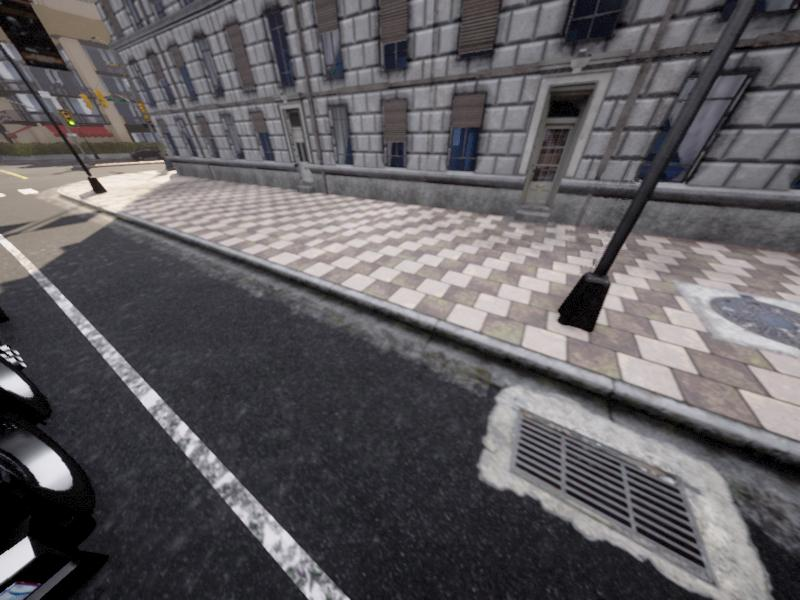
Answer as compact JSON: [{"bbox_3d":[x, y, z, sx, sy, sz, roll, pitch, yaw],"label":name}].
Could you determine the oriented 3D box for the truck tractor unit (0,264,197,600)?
[{"bbox_3d":[-5.109,-0.304,0.773,6.516,4.208,3.053,18,39,24],"label":"truck tractor unit"}]

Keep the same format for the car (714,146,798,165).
[{"bbox_3d":[37.839,-15.511,24.718,1.812,1.442,4.674,-21,40,-27],"label":"car"}]
